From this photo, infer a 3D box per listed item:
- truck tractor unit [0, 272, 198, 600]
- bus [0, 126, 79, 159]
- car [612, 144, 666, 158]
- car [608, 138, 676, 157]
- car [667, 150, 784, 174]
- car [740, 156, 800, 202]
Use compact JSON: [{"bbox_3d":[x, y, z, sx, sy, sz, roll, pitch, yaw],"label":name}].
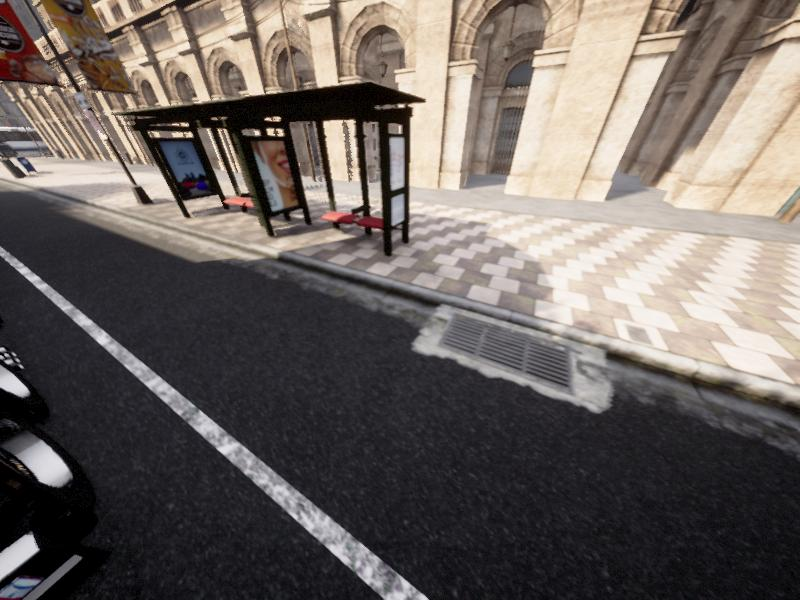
[{"bbox_3d":[-5.126,-0.285,0.764,6.516,4.208,3.053,18,39,24],"label":"truck tractor unit"},{"bbox_3d":[-64.340,-26.599,39.092,3.944,4.253,10.273,11,37,18],"label":"bus"},{"bbox_3d":[32.005,-20.134,31.170,4.514,1.523,2.007,17,38,23],"label":"car"},{"bbox_3d":[32.054,-20.440,30.923,5.566,2.045,2.435,17,38,23],"label":"car"},{"bbox_3d":[24.107,-10.492,17.471,4.718,1.301,1.895,17,38,23],"label":"car"},{"bbox_3d":[18.293,-4.766,9.215,4.786,1.482,2.161,17,38,23],"label":"car"}]
